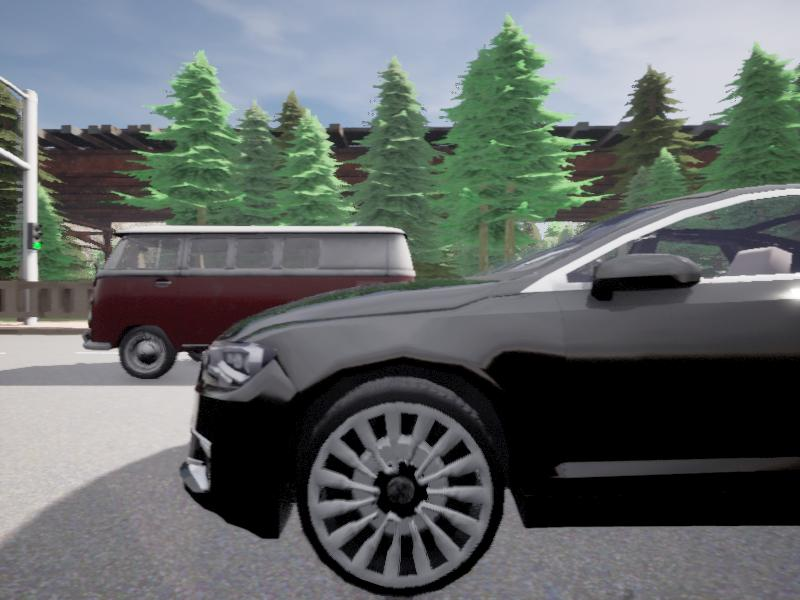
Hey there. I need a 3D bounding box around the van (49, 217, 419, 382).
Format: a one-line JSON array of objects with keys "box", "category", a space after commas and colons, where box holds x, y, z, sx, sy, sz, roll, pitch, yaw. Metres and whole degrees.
[{"box": [-1.996, -0.003, 5.699, 4.442, 1.987, 1.775, 0, 0, 0], "category": "van"}]

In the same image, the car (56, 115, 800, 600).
[{"box": [1.477, 0.238, 2.199, 4.902, 1.511, 2.128, 0, 0, 0], "category": "car"}]
